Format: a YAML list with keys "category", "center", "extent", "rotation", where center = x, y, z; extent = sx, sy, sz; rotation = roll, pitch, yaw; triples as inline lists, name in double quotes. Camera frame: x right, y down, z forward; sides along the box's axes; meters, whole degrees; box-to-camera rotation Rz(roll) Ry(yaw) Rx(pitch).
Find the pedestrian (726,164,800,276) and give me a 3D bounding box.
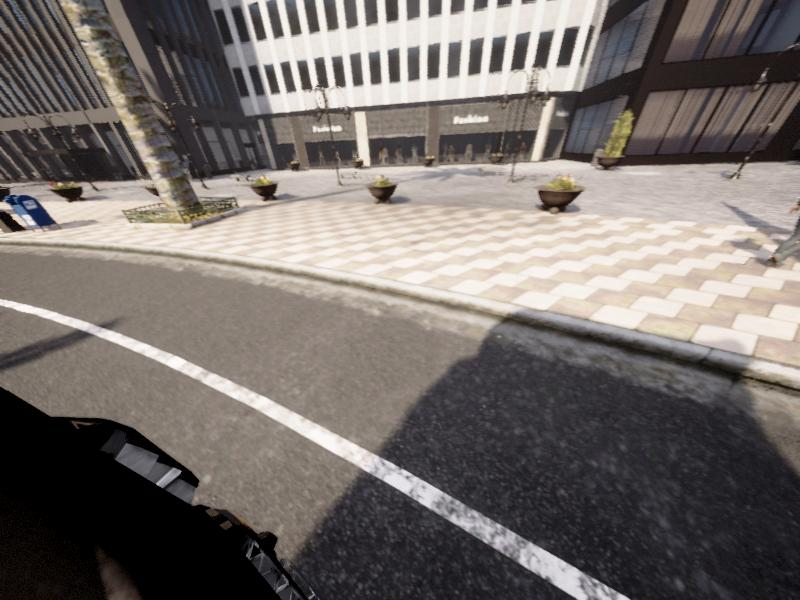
- category: "pedestrian"
  center: [6.470, -1.370, 3.505]
  extent: [0.751, 1.860, 0.751]
  rotation: [1, 34, 5]
